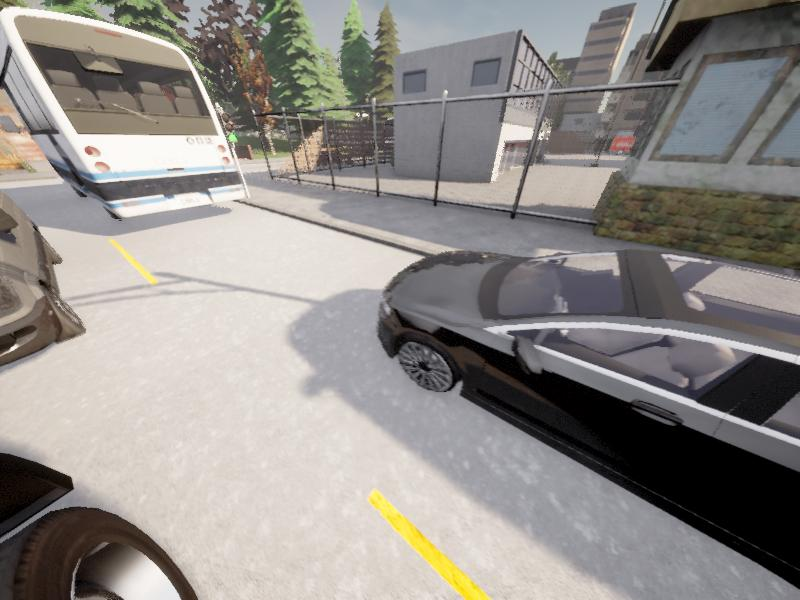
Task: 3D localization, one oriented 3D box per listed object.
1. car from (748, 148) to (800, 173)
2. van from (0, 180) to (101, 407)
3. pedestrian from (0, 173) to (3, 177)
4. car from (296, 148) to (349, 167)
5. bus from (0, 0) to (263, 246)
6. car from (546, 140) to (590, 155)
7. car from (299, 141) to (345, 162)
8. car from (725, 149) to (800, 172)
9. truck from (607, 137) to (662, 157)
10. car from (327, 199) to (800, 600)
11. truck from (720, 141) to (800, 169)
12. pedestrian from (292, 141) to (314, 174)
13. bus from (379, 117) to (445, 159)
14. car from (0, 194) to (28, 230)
[{"bbox_3d":[32.622,-12.006,19.747,1.789,1.547,3.705,23,41,28],"label":"car"},{"bbox_3d":[-6.613,-0.850,2.875,5.915,2.561,1.988,23,41,29],"label":"van"},{"bbox_3d":[-25.480,-8.464,13.899,0.751,1.860,0.751,23,41,28],"label":"pedestrian"},{"bbox_3d":[-7.494,-14.172,22.856,1.895,1.301,4.718,24,41,29],"label":"car"},{"bbox_3d":[-10.317,-5.702,8.241,10.273,4.253,3.944,22,40,28],"label":"bus"},{"bbox_3d":[28.938,-26.494,39.982,5.566,2.045,2.150,23,41,28],"label":"car"},{"bbox_3d":[-8.884,-17.260,26.724,1.932,1.855,4.605,22,40,27],"label":"car"},{"bbox_3d":[32.884,-11.999,19.864,5.357,1.415,2.033,23,41,28],"label":"car"},{"bbox_3d":[35.997,-23.729,35.744,5.204,2.467,2.627,22,41,28],"label":"truck"},{"bbox_3d":[1.966,0.436,2.001,4.902,1.511,2.128,23,41,28],"label":"car"},{"bbox_3d":[35.326,-14.043,22.244,4.478,2.038,2.069,23,41,28],"label":"truck"},{"bbox_3d":[-6.721,-9.897,16.065,0.751,1.860,0.751,23,41,28],"label":"pedestrian"},{"bbox_3d":[1.976,-22.967,32.852,3.944,4.253,10.273,23,41,28],"label":"bus"},{"bbox_3d":[-13.507,-2.950,6.652,3.705,1.549,1.789,15,38,20],"label":"car"}]
